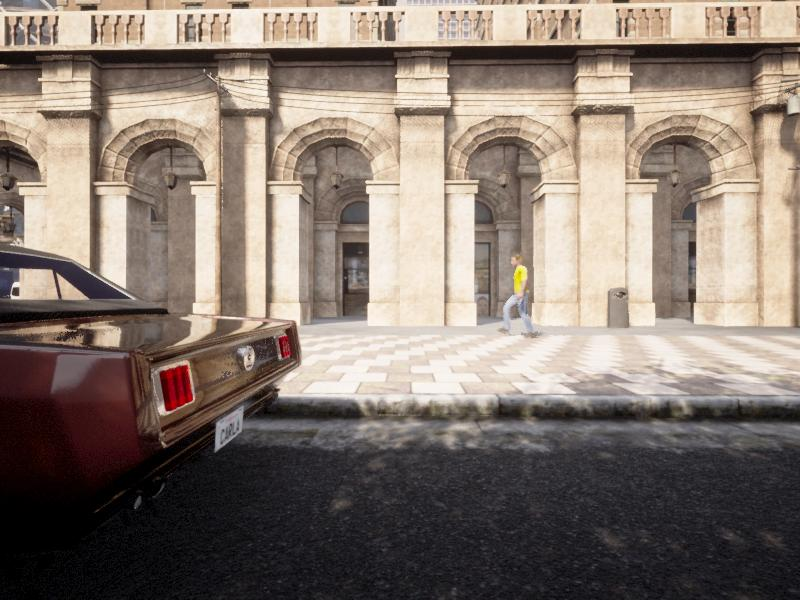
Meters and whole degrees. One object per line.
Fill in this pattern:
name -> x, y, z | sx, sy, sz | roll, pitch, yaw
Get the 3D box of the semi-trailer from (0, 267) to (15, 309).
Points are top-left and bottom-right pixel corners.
semi-trailer -> -42.971, -1.219, 35.971 | 2.717, 4.402, 14.254 | 0, 0, 1

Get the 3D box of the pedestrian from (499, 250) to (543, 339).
pedestrian -> 2.624, -0.115, 8.738 | 0.751, 1.860, 0.751 | 0, 0, 2

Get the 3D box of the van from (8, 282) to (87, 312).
van -> -32.401, -0.278, 37.096 | 1.988, 2.561, 5.915 | 0, 0, 1

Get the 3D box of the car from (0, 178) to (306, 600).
car -> -3.058, 0.338, 2.008 | 4.718, 1.301, 1.895 | 0, 0, 1
